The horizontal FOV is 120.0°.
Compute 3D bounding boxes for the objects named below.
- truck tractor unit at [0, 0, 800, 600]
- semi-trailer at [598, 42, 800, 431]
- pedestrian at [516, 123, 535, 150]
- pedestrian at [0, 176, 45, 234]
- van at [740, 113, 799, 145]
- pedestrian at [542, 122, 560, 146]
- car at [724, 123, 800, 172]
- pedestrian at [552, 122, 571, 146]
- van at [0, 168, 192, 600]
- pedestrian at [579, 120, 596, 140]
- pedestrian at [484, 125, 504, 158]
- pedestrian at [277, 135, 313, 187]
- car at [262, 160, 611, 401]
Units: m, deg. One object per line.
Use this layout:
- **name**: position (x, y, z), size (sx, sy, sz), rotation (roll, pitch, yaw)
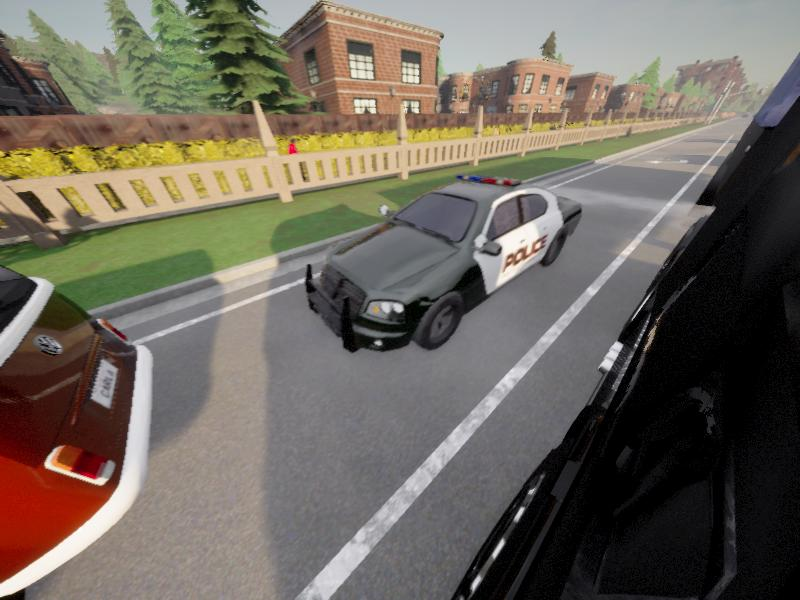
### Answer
- **truck tractor unit**: position (2.645, -0.295, 0.351), size (6.516, 4.208, 3.053), rotation (-28, 44, -30)
- **semi-trailer**: position (8.699, -3.593, 4.245), size (14.254, 4.402, 2.717), rotation (-28, 44, -30)
- **pedestrian**: position (11.128, -14.475, 20.478), size (0.751, 1.860, 0.751), rotation (-26, 43, -28)
- **pedestrian**: position (-11.040, -2.811, 6.139), size (0.751, 1.860, 0.751), rotation (-27, 43, -29)
- **van**: position (31.633, -14.760, 19.908), size (4.442, 1.987, 1.775), rotation (-28, 44, -30)
- **pedestrian**: position (15.066, -16.594, 23.089), size (0.751, 1.860, 0.751), rotation (-30, 45, -32)
- **car**: position (18.728, -7.770, 11.598), size (5.027, 1.651, 2.152), rotation (-28, 44, -30)
- **pedestrian**: position (15.467, -15.941, 22.195), size (0.751, 1.860, 0.751), rotation (-27, 43, -29)
- **van**: position (-3.784, 1.265, 0.439), size (4.480, 2.038, 2.069), rotation (-28, 44, -30)
- **pedestrian**: position (22.017, -19.924, 27.147), size (0.751, 1.860, 0.751), rotation (-28, 44, -30)
- **pedestrian**: position (6.696, -11.323, 16.516), size (0.751, 1.860, 0.751), rotation (-29, 44, -31)
- **pedestrian**: position (-4.595, -6.153, 10.243), size (0.751, 1.860, 0.751), rotation (-30, 45, -31)
- **car**: position (0.997, -1.061, 3.715), size (4.974, 1.542, 2.038), rotation (-27, 43, -30)
